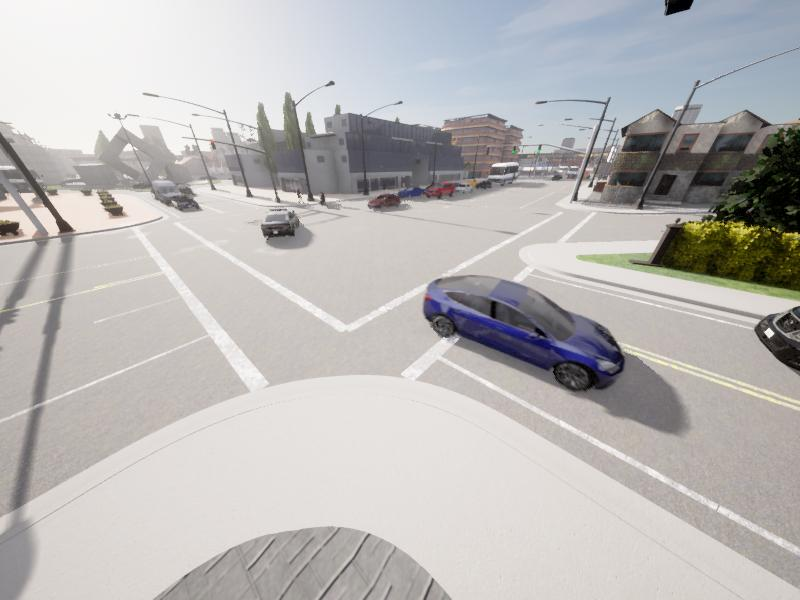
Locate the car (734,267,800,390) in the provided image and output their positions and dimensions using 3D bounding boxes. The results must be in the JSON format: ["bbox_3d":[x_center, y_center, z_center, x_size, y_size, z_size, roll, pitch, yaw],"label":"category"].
[{"bbox_3d":[11.035,1.388,3.860,5.566,2.045,2.150,23,37,34],"label":"car"}]

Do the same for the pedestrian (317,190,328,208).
[{"bbox_3d":[-8.781,-11.437,26.211,0.751,1.860,0.751,1,30,3],"label":"pedestrian"}]

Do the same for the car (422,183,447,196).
[{"bbox_3d":[5.948,-18.877,39.331,1.837,1.490,4.892,22,38,34],"label":"car"}]

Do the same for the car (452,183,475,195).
[{"bbox_3d":[10.991,-19.193,39.814,1.812,1.442,4.674,23,38,34],"label":"car"}]

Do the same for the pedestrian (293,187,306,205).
[{"bbox_3d":[-12.117,-12.576,27.881,0.751,1.860,0.751,2,30,3],"label":"pedestrian"}]

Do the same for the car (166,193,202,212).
[{"bbox_3d":[-24.281,-11.043,25.962,4.193,1.474,1.816,23,37,34],"label":"car"}]

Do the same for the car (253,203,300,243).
[{"bbox_3d":[-8.527,-5.666,16.520,1.930,1.638,5.238,-8,31,-14],"label":"car"}]

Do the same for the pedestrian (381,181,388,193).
[{"bbox_3d":[-2.642,-19.292,39.449,0.751,1.860,0.751,14,33,23],"label":"pedestrian"}]

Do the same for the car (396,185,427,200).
[{"bbox_3d":[1.789,-16.373,35.030,1.882,1.535,5.008,22,37,34],"label":"car"}]

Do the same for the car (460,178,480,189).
[{"bbox_3d":[14.715,-24.380,48.283,1.882,1.535,5.008,23,39,34],"label":"car"}]

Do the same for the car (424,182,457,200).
[{"bbox_3d":[6.125,-16.465,34.651,2.150,2.045,5.566,23,37,34],"label":"car"}]

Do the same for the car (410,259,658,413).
[{"bbox_3d":[2.887,0.421,6.103,4.792,1.488,2.163,20,35,31],"label":"car"}]

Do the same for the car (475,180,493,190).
[{"bbox_3d":[16.574,-22.704,45.511,1.816,1.474,4.193,23,38,34],"label":"car"}]

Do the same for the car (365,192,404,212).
[{"bbox_3d":[-1.695,-11.233,26.313,1.812,1.442,4.674,20,35,31],"label":"car"}]

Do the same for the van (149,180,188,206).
[{"bbox_3d":[-29.986,-13.922,29.886,5.915,2.561,1.988,23,37,34],"label":"van"}]

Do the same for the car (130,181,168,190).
[{"bbox_3d":[-54.192,-24.856,49.969,2.033,1.411,5.357,26,39,37],"label":"car"}]

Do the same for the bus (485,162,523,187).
[{"bbox_3d":[23.187,-28.019,51.379,3.944,4.253,10.273,23,39,34],"label":"bus"}]

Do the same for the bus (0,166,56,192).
[{"bbox_3d":[-74.765,-23.598,44.923,10.273,4.253,3.944,7,31,13],"label":"bus"}]

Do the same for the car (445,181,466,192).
[{"bbox_3d":[10.656,-21.736,44.166,1.994,1.385,4.181,24,39,35],"label":"car"}]

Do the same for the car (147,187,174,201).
[{"bbox_3d":[-35.140,-15.621,33.838,3.633,1.501,1.845,22,37,33],"label":"car"}]

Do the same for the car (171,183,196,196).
[{"bbox_3d":[-36.975,-18.876,39.363,5.238,1.638,1.930,25,38,36],"label":"car"}]
